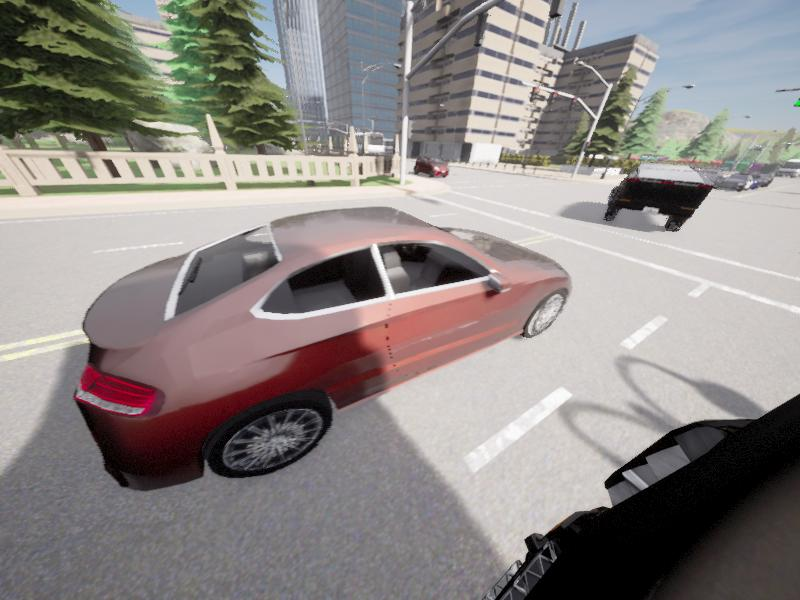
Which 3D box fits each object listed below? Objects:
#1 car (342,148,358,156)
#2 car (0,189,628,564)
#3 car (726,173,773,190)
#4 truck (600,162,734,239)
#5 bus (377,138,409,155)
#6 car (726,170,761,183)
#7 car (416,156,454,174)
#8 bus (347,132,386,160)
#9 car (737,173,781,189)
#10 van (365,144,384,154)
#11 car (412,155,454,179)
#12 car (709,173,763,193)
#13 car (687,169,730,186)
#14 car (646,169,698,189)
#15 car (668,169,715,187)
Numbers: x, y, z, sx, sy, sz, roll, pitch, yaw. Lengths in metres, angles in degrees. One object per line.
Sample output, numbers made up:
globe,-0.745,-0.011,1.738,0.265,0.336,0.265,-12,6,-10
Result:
car,-11.982,-35.261,54.947,2.128,1.511,4.902,-16,38,-26
car,-0.066,-0.211,2.832,5.027,1.651,2.152,-16,38,-26
car,40.676,-13.867,26.900,4.514,1.525,2.007,-16,38,-26
truck,10.970,-4.737,10.145,2.390,2.098,6.274,27,40,30
bus,-2.531,-53.033,79.994,10.273,4.253,3.944,-15,38,-26
car,58.350,-21.074,39.235,4.611,1.667,2.242,-16,38,-26
car,3.879,-15.584,26.557,1.812,1.442,4.674,-16,38,-26
bus,-6.912,-31.284,46.862,3.944,4.253,10.273,-16,38,-26
car,46.186,-15.412,29.701,4.902,1.511,2.128,-16,38,-26
van,-8.817,-52.845,80.848,6.366,2.431,2.351,-15,38,-26
car,2.961,-12.637,21.879,1.851,1.617,3.988,-14,37,-24
car,34.635,-12.169,23.835,4.974,1.542,2.038,-16,38,-26
car,39.827,-15.899,29.812,4.856,1.649,2.033,-16,38,-26
car,28.382,-12.678,24.096,4.514,1.525,2.007,-15,37,-25
car,33.807,-14.166,26.786,4.974,1.542,2.038,-16,38,-26
